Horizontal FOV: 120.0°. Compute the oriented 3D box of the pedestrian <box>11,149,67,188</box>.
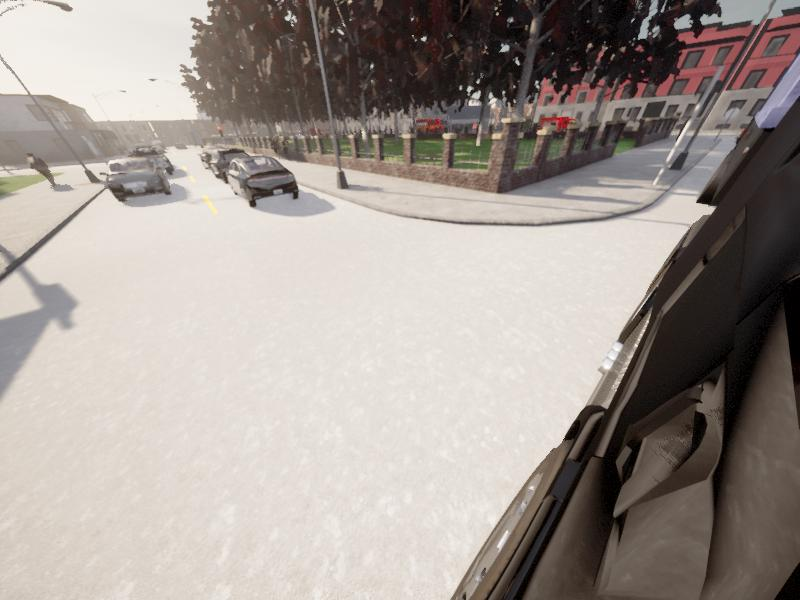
[{"bbox_3d":[-20.668,-7.543,13.286,0.751,1.860,0.751,-29,44,-31],"label":"pedestrian"}]

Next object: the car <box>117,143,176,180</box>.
[{"bbox_3d":[-18.323,-10.271,16.967,1.932,1.855,4.605,-26,43,-28],"label":"car"}]

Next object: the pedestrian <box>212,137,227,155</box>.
[{"bbox_3d":[-23.175,-19.721,29.679,0.751,1.860,0.751,-17,39,-18],"label":"pedestrian"}]

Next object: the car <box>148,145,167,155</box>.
[{"bbox_3d":[-45.377,-28.149,43.284,1.812,1.442,4.674,-28,44,-30],"label":"car"}]

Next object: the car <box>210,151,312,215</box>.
[{"bbox_3d":[-5.819,-5.017,9.458,2.128,1.511,4.902,-28,44,-30],"label":"car"}]

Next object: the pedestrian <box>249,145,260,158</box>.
[{"bbox_3d":[-15.464,-15.814,24.603,0.500,1.100,0.500,20,42,27],"label":"pedestrian"}]

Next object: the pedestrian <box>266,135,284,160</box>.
[{"bbox_3d":[-11.815,-14.383,21.825,0.751,1.860,0.751,-28,44,-30],"label":"pedestrian"}]

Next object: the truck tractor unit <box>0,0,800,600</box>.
[{"bbox_3d":[2.645,-0.295,0.351,6.516,4.208,3.053,-28,44,-30],"label":"truck tractor unit"}]

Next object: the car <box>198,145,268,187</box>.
[{"bbox_3d":[-9.998,-8.101,13.742,2.033,1.649,4.856,-30,44,-31],"label":"car"}]

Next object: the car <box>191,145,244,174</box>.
[{"bbox_3d":[-14.356,-11.092,18.110,2.128,1.511,4.902,-30,45,-32],"label":"car"}]

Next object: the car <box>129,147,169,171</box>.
[{"bbox_3d":[-23.088,-13.110,21.382,1.837,1.490,4.892,-28,44,-30],"label":"car"}]

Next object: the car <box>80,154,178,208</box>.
[{"bbox_3d":[-12.470,-5.846,10.997,2.128,1.511,4.902,-28,44,-30],"label":"car"}]

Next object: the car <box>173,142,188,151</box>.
[{"bbox_3d":[-51.500,-36.042,54.248,1.970,1.475,3.806,-28,44,-30],"label":"car"}]

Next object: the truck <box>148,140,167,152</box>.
[{"bbox_3d":[-57.360,-36.590,54.766,2.390,2.098,6.274,-28,44,-30],"label":"truck"}]

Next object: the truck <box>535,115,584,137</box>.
[{"bbox_3d":[24.565,-26.905,35.844,2.627,2.467,5.204,-29,44,-30],"label":"truck"}]

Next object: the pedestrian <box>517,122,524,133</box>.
[{"bbox_3d":[25.423,-36.343,48.746,0.751,1.860,0.751,-21,40,-23],"label":"pedestrian"}]

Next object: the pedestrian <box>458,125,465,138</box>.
[{"bbox_3d":[11.417,-31.280,42.828,0.751,1.860,0.751,-28,44,-30],"label":"pedestrian"}]

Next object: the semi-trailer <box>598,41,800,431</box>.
[{"bbox_3d":[8.686,-3.622,4.228,14.254,4.402,2.717,-28,44,-30],"label":"semi-trailer"}]

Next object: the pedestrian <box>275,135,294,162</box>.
[{"bbox_3d":[-9.989,-13.135,20.043,0.751,1.860,0.751,-28,44,-30],"label":"pedestrian"}]

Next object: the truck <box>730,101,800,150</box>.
[{"bbox_3d":[26.537,-12.371,16.357,5.204,2.467,2.627,-28,44,-30],"label":"truck"}]

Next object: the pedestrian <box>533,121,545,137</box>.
[{"bbox_3d":[20.444,-25.105,34.012,0.751,1.860,0.751,-28,44,-30],"label":"pedestrian"}]

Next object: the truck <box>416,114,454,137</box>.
[{"bbox_3d":[7.620,-39.006,51.950,2.891,3.827,8.468,-28,44,-30],"label":"truck"}]
